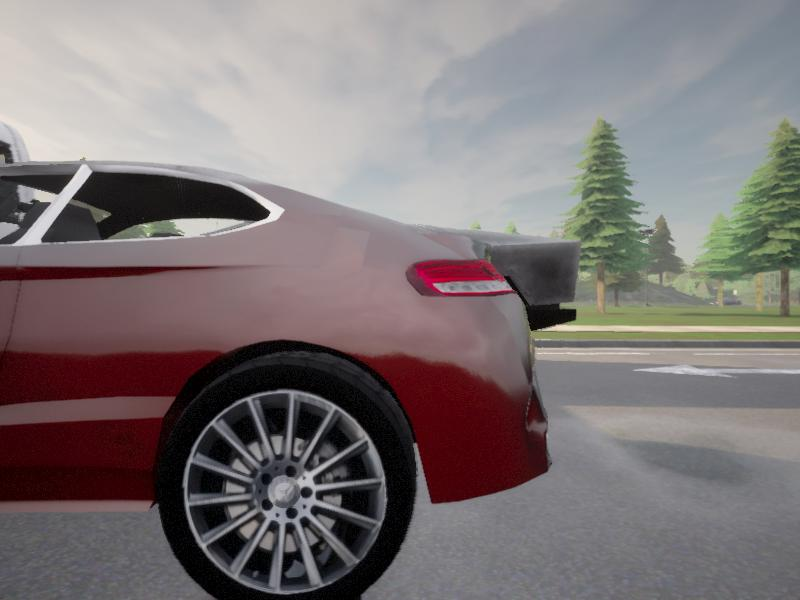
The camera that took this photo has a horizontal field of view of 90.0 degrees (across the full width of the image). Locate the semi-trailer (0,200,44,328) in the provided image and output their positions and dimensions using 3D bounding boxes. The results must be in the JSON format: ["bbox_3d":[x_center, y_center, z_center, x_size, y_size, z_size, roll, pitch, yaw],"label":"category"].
[{"bbox_3d":[-17.654,-1.265,9.066,2.717,4.402,14.254,1,0,27],"label":"semi-trailer"}]

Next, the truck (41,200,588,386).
[{"bbox_3d":[-0.995,-0.062,5.768,6.274,2.098,2.390,0,0,1],"label":"truck"}]

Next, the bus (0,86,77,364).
[{"bbox_3d":[-7.983,-1.146,2.406,3.944,4.253,10.273,0,0,-1],"label":"bus"}]

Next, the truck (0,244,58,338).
[{"bbox_3d":[-11.833,-0.255,9.666,2.627,2.467,5.204,0,0,1],"label":"truck"}]

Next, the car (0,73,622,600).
[{"bbox_3d":[-1.853,0.176,2.282,5.027,1.651,2.152,0,0,1],"label":"car"}]
